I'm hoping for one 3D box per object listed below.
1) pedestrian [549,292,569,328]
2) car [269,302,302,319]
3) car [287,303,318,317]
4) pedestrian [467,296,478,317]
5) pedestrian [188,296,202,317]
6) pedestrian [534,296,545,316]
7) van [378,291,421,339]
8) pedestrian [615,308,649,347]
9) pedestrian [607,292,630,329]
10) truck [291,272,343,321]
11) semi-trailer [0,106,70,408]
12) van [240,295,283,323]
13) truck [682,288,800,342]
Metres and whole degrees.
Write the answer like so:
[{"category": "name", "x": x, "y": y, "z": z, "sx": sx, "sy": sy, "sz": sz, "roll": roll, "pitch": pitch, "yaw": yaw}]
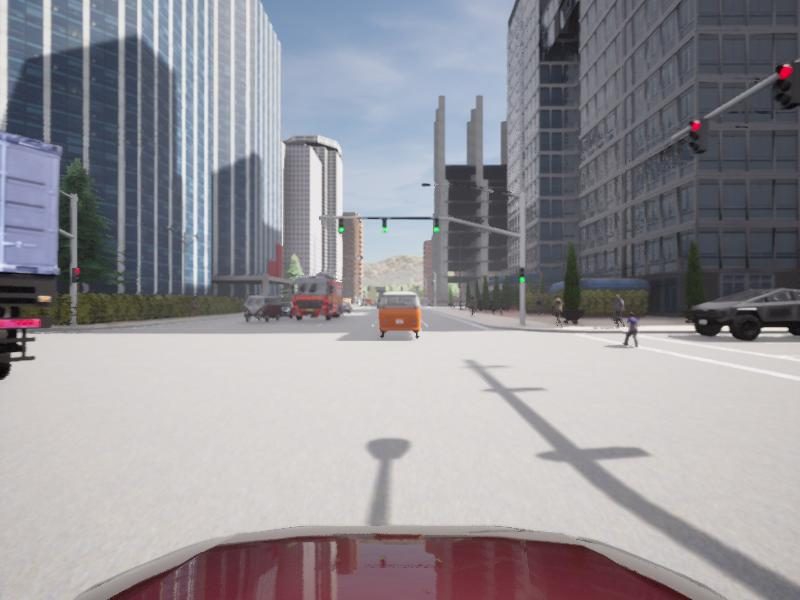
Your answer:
[{"category": "pedestrian", "x": 8.519, "y": 0.531, "z": 21.475, "sx": 0.751, "sy": 1.860, "sz": 0.751, "roll": 0, "pitch": 0, "yaw": -2}, {"category": "car", "x": -10.524, "y": 0.934, "z": 37.063, "sx": 1.970, "sy": 1.475, "sz": 3.806, "roll": 0, "pitch": 0, "yaw": 0}, {"category": "car", "x": -10.532, "y": 0.989, "z": 43.519, "sx": 2.033, "sy": 1.411, "sz": 5.357, "roll": 0, "pitch": 0, "yaw": 0}, {"category": "pedestrian", "x": 6.351, "y": 0.561, "z": 35.149, "sx": 0.751, "sy": 1.860, "sz": 0.751, "roll": 0, "pitch": 0, "yaw": -3}, {"category": "pedestrian", "x": -17.822, "y": 0.560, "z": 34.779, "sx": 0.751, "sy": 1.860, "sz": 0.751, "roll": 0, "pitch": 0, "yaw": 0}, {"category": "pedestrian", "x": 12.791, "y": 0.561, "z": 36.756, "sx": 0.751, "sy": 1.860, "sz": 0.751, "roll": 0, "pitch": 0, "yaw": 0}, {"category": "van", "x": -0.014, "y": 0.638, "z": 18.691, "sx": 1.775, "sy": 1.987, "sz": 4.442, "roll": 0, "pitch": 0, "yaw": 0}, {"category": "pedestrian", "x": 8.031, "y": 0.947, "z": 13.863, "sx": 0.751, "sy": 1.300, "sz": 0.751, "roll": 0, "pitch": 0, "yaw": -2}, {"category": "pedestrian", "x": 11.183, "y": 0.529, "z": 20.478, "sx": 0.751, "sy": 1.860, "sz": 0.751, "roll": 0, "pitch": 0, "yaw": -25}, {"category": "truck", "x": -7.031, "y": -0.244, "z": 35.353, "sx": 2.891, "sy": 3.827, "sz": 8.468, "roll": 0, "pitch": 0, "yaw": 0}, {"category": "semi-trailer", "x": -11.996, "y": -0.607, "z": 9.433, "sx": 14.254, "sy": 4.402, "sz": 2.717, "roll": 0, "pitch": -1, "yaw": 35}, {"category": "van", "x": -10.521, "y": 0.665, "z": 30.767, "sx": 1.775, "sy": 1.987, "sz": 4.442, "roll": 0, "pitch": 0, "yaw": 0}, {"category": "truck", "x": 15.818, "y": 0.579, "z": 16.755, "sx": 6.274, "sy": 2.098, "sz": 2.390, "roll": 0, "pitch": 0, "yaw": 1}]
